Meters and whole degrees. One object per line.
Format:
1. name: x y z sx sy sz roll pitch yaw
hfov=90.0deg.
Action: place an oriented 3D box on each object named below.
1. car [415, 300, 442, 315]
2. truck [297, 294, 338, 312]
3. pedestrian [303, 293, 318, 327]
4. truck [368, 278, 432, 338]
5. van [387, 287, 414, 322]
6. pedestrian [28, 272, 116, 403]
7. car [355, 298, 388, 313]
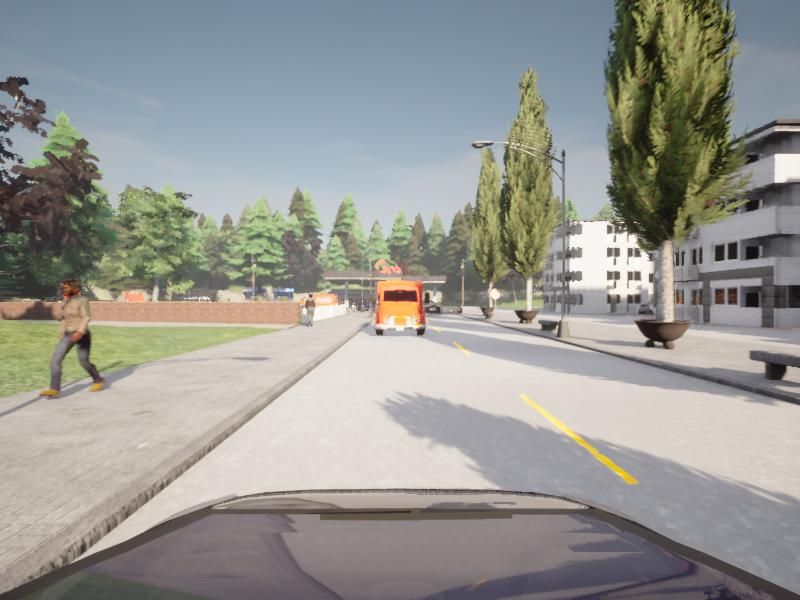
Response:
1. car: 3.261 0.847 46.834 2.038 1.542 4.974 0 0 -9
2. truck: -11.534 0.384 56.353 5.204 2.467 2.627 0 0 1
3. pedestrian: -5.040 0.544 22.558 0.751 1.860 0.751 0 0 -6
4. truck: 0.010 0.376 19.137 2.627 2.467 5.204 0 -1 0
5. van: 0.057 0.339 31.610 1.988 2.561 5.915 0 0 1
6. pedestrian: -5.023 0.537 6.164 0.751 1.860 0.751 0 0 11
7. car: -3.619 0.673 50.727 3.866 1.878 1.905 0 -1 29
